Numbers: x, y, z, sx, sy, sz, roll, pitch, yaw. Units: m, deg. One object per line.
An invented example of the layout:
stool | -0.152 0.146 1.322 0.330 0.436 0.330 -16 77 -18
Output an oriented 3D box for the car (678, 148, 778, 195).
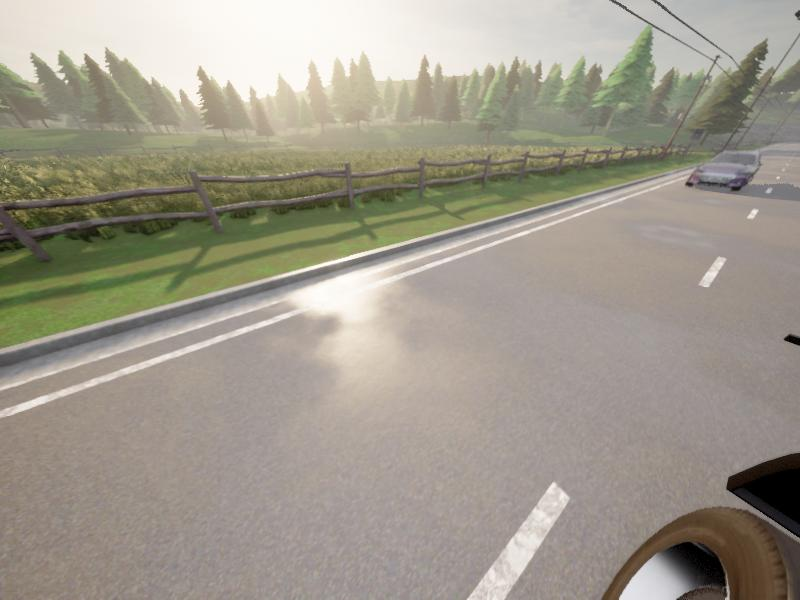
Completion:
car | 17.100 -6.832 12.045 4.856 1.649 2.033 -22 41 -28
